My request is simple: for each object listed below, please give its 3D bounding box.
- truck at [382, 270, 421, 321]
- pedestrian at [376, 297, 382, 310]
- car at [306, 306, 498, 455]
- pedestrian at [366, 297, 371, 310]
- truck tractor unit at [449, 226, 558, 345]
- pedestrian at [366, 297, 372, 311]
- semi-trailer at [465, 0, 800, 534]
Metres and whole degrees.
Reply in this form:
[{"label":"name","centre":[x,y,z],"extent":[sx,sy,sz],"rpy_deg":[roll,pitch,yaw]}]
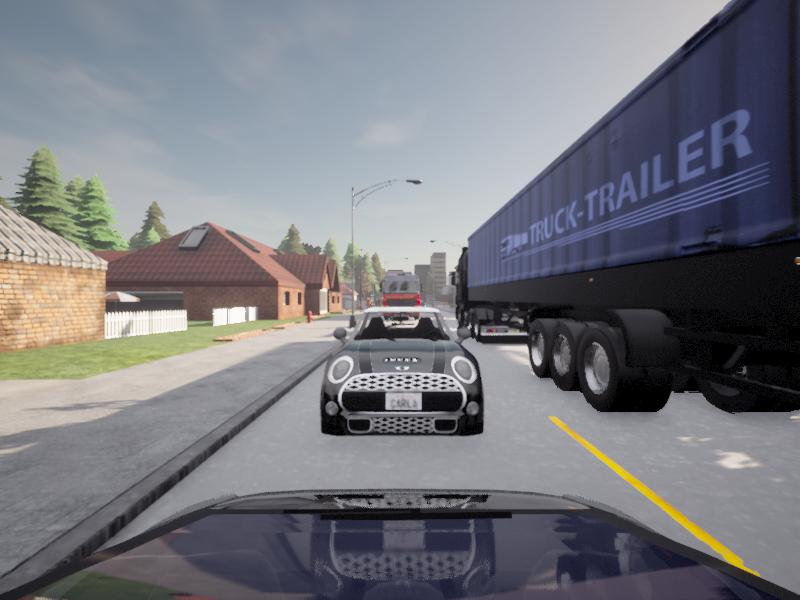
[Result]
[{"label":"truck","centre":[0.125,-0.343,33.890],"extent":[2.891,3.827,8.468],"rpy_deg":[0,0,0]},{"label":"pedestrian","centre":[-3.130,0.495,59.811],"extent":[0.751,1.860,0.751],"rpy_deg":[0,0,2]},{"label":"car","centre":[0.028,0.849,6.009],"extent":[1.970,1.475,3.806],"rpy_deg":[0,0,0]},{"label":"pedestrian","centre":[-4.770,0.495,59.903],"extent":[0.751,1.860,0.751],"rpy_deg":[0,0,-7]},{"label":"truck tractor unit","centre":[4.069,-0.531,17.407],"extent":[3.053,4.208,6.516],"rpy_deg":[0,0,0]},{"label":"pedestrian","centre":[-4.017,0.500,51.422],"extent":[0.751,1.860,0.751],"rpy_deg":[0,0,-2]},{"label":"semi-trailer","centre":[4.052,-0.624,9.496],"extent":[2.717,4.402,14.254],"rpy_deg":[0,0,0]}]
